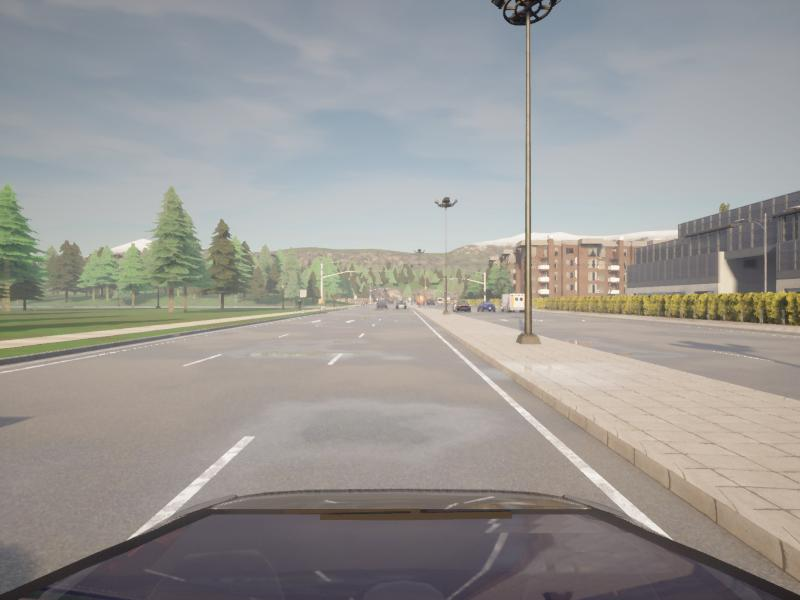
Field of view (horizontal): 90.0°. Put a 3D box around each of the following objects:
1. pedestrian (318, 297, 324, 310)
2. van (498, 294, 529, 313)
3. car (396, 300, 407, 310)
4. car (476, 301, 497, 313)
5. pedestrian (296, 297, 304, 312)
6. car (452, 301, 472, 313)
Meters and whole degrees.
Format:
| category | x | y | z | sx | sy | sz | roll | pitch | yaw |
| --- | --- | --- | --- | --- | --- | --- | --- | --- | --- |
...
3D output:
| category | x | y | z | sx | sy | sz | roll | pitch | yaw |
| --- | --- | --- | --- | --- | --- | --- | --- | --- | --- |
| pedestrian | -11.870 | 0.538 | 60.005 | 0.751 | 1.860 | 0.751 | 0 | 0 | 2 |
| van | 15.255 | 0.426 | 54.148 | 2.351 | 2.431 | 6.366 | 0 | 0 | 0 |
| car | 0.236 | 0.831 | 71.314 | 2.033 | 1.649 | 4.856 | 0 | 0 | -1 |
| car | 11.755 | 0.918 | 54.568 | 1.812 | 1.442 | 4.674 | 0 | 0 | 0 |
| pedestrian | -12.176 | 0.528 | 48.789 | 0.751 | 1.860 | 0.751 | 0 | 0 | 2 |
| car | 8.250 | 0.874 | 53.841 | 2.038 | 1.542 | 4.974 | 0 | 0 | 1 |
